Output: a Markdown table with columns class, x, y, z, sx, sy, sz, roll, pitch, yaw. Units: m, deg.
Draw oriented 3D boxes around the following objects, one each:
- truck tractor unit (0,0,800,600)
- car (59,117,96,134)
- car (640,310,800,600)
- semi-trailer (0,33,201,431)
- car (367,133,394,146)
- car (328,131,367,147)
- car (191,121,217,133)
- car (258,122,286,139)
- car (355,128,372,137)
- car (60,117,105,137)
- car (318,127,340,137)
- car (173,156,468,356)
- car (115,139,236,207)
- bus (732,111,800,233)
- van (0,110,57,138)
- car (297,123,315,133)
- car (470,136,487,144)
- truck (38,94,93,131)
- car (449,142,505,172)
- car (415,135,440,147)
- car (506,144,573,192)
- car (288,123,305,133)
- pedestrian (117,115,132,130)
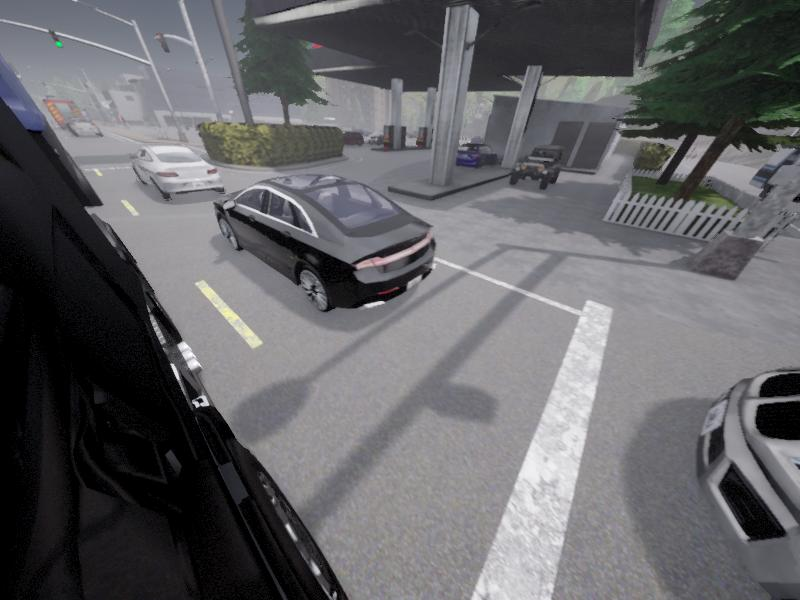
| class | x | y | z | sx | sy | sz | roll | pitch | yaw |
| --- | --- | --- | --- | --- | --- | --- | --- | --- | --- |
| truck tractor unit | -2.645 | -0.295 | 0.351 | 6.516 | 4.208 | 3.053 | 28 | 44 | 30 |
| car | -41.487 | -22.475 | 29.684 | 4.974 | 1.542 | 2.038 | 28 | 43 | 30 |
| car | 3.960 | 1.804 | 0.193 | 2.242 | 1.667 | 4.611 | -21 | 44 | -29 |
| semi-trailer | -8.701 | -3.601 | 4.230 | 14.254 | 4.402 | 2.717 | 28 | 43 | 30 |
| car | -2.977 | -24.634 | 35.417 | 1.970 | 1.475 | 3.806 | 28 | 44 | 30 |
| car | -7.024 | -21.909 | 31.394 | 2.033 | 1.649 | 4.856 | 28 | 44 | 30 |
| car | -35.697 | -31.426 | 42.012 | 4.514 | 1.523 | 2.007 | 28 | 43 | 29 |
| car | -19.585 | -25.968 | 35.402 | 3.866 | 1.878 | 1.905 | 28 | 43 | 29 |
| car | -8.708 | -40.058 | 55.307 | 3.633 | 1.501 | 1.845 | 28 | 43 | 29 |
| car | -35.682 | -19.469 | 25.973 | 5.027 | 1.651 | 2.152 | 28 | 43 | 29 |
| car | -15.096 | -35.667 | 49.000 | 4.514 | 1.523 | 2.007 | 28 | 43 | 29 |
| car | -1.653 | -1.406 | 4.164 | 4.902 | 1.511 | 2.128 | 28 | 44 | 30 |
| car | -8.276 | -4.825 | 8.480 | 4.674 | 1.442 | 1.812 | 29 | 43 | 29 |
| bus | 18.125 | -5.061 | 8.349 | 3.944 | 4.253 | 10.273 | 28 | 44 | 30 |
| van | -36.241 | -17.141 | 22.482 | 4.480 | 2.038 | 2.069 | 24 | 42 | 26 |
| car | -25.292 | -46.161 | 62.008 | 4.605 | 1.855 | 1.932 | 28 | 43 | 29 |
| car | 17.360 | -35.344 | 51.019 | 1.816 | 1.474 | 4.193 | 28 | 44 | 30 |
| truck | -49.776 | -27.804 | 34.348 | 8.468 | 3.827 | 2.891 | 28 | 44 | 29 |
| car | 6.255 | -11.612 | 18.589 | 2.242 | 1.667 | 4.611 | 28 | 43 | 29 |
| car | 4.615 | -26.536 | 38.533 | 1.994 | 1.385 | 4.181 | 28 | 44 | 30 |
| car | 7.866 | -7.528 | 12.966 | 1.905 | 1.878 | 3.866 | 28 | 43 | 29 |
| car | -26.821 | -44.724 | 59.957 | 3.866 | 1.878 | 1.905 | 28 | 43 | 29 |
| pedestrian | -44.168 | -28.458 | 37.015 | 0.751 | 1.860 | 0.751 | 32 | 46 | 33 |
